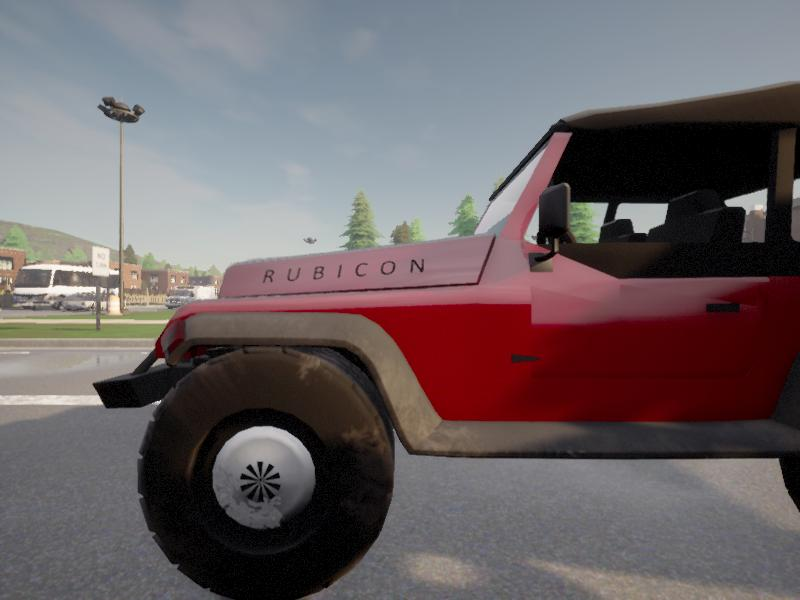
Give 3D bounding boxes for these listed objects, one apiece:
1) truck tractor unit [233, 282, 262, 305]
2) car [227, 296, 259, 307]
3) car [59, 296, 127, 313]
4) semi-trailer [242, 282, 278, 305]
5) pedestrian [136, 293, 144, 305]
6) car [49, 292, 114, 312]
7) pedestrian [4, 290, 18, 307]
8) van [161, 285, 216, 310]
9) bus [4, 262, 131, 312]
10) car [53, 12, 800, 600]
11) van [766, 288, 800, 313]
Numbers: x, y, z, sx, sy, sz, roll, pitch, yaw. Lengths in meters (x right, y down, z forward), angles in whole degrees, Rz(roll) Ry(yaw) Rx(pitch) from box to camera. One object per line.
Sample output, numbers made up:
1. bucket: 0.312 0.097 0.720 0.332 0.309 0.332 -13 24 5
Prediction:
1. truck tractor unit: -28.836 -1.145 75.949 3.053 4.208 6.516 0 -1 -1
2. car: -24.127 0.162 61.702 2.152 1.651 5.027 0 0 10
3. car: -24.810 0.325 32.572 1.895 1.301 4.718 0 0 -1
4. semi-trailer: -28.930 -1.238 83.857 2.717 4.402 14.254 0 0 -1
5. pedestrian: -41.886 -0.147 64.541 0.751 1.860 0.751 0 0 5
6. car: -28.349 0.134 35.843 2.242 1.667 4.611 0 0 -1
7. pedestrian: -41.898 -0.147 43.094 0.751 1.860 0.751 0 0 -1
8. van: -21.413 -0.239 40.944 2.351 2.431 6.366 0 0 -1
9. bus: -31.769 -1.162 39.220 3.944 4.253 10.273 0 0 -1
10. car: 0.853 0.047 2.203 3.866 1.878 1.905 0 0 0
11. van: 33.123 0.024 32.953 1.775 1.987 4.442 0 0 -1
